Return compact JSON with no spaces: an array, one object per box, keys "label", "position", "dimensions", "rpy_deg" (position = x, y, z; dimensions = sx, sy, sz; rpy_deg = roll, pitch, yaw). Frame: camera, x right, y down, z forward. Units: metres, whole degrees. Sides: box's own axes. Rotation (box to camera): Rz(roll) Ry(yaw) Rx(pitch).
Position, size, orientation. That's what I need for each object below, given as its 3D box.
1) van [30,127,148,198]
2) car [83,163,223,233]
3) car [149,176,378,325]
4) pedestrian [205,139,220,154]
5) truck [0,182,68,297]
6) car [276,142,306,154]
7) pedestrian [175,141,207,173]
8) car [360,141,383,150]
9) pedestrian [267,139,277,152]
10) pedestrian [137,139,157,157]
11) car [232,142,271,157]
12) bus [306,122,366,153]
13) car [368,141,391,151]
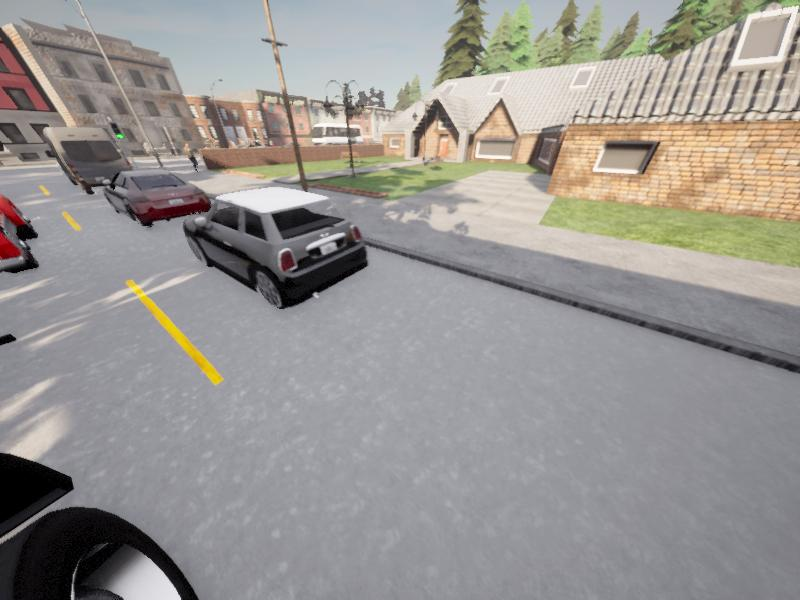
[{"label":"van","position":[-15.775,-7.135,11.727],"dimensions":[5.915,2.561,1.988],"rpy_deg":[23,41,28]},{"label":"car","position":[-8.382,-3.661,7.864],"dimensions":[4.181,1.385,1.994],"rpy_deg":[22,41,28]},{"label":"car","position":[-2.570,-1.330,4.502],"dimensions":[3.806,1.475,1.970],"rpy_deg":[22,41,28]},{"label":"pedestrian","position":[-26.861,-22.031,33.154],"dimensions":[0.751,1.860,0.751],"rpy_deg":[17,38,22]},{"label":"truck","position":[-9.370,-1.715,4.094],"dimensions":[5.204,2.467,2.627],"rpy_deg":[24,41,27]},{"label":"car","position":[-17.458,-24.486,37.217],"dimensions":[1.845,1.501,3.633],"rpy_deg":[22,41,28]},{"label":"pedestrian","position":[-14.467,-9.935,16.060],"dimensions":[0.751,1.860,0.751],"rpy_deg":[15,38,19]},{"label":"car","position":[-6.195,-33.665,50.282],"dimensions":[1.801,1.575,5.366],"rpy_deg":[22,41,28]},{"label":"pedestrian","position":[-22.025,-26.611,39.690],"dimensions":[0.751,1.860,0.751],"rpy_deg":[6,36,9]},{"label":"pedestrian","position":[-30.841,-18.575,28.220],"dimensions":[0.751,1.860,0.751],"rpy_deg":[18,39,24]},{"label":"car","position":[-21.125,-21.538,32.939],"dimensions":[1.851,1.617,3.988],"rpy_deg":[22,41,28]},{"label":"bus","position":[-11.451,-30.358,43.233],"dimensions":[3.944,4.253,10.273],"rpy_deg":[22,41,28]},{"label":"car","position":[-4.142,-31.322,47.008],"dimensions":[1.882,1.535,5.008],"rpy_deg":[22,41,28]}]
